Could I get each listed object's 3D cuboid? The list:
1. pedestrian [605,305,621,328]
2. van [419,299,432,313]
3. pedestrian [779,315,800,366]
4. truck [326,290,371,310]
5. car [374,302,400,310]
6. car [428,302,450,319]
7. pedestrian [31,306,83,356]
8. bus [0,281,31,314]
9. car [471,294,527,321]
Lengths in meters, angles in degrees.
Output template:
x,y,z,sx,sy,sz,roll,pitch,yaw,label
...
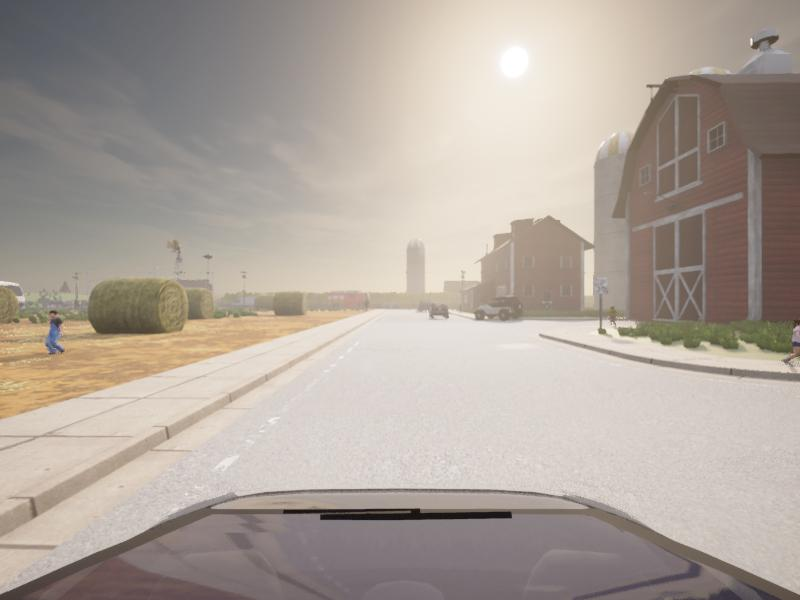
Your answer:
x,y,z,sx,sy,sz,roll,pitch,yaw,label
10.725,0.827,20.111,0.500,1.100,0.500,0,0,-22,pedestrian
3.937,0.881,61.470,1.775,1.987,4.442,0,0,0,van
8.907,0.888,8.958,0.500,1.100,0.500,0,0,-33,pedestrian
-10.235,0.052,80.223,8.468,3.827,2.891,0,0,1,truck
-2.732,1.168,83.503,5.238,1.638,1.930,0,0,5,car
3.779,0.998,39.335,1.789,1.549,3.705,0,0,0,car
-9.235,0.805,10.794,0.751,1.300,0.751,0,0,10,pedestrian
-53.718,-0.388,50.652,3.944,4.253,10.273,0,0,4,bus
7.894,0.645,32.093,1.905,1.878,3.866,-7,3,-42,car
